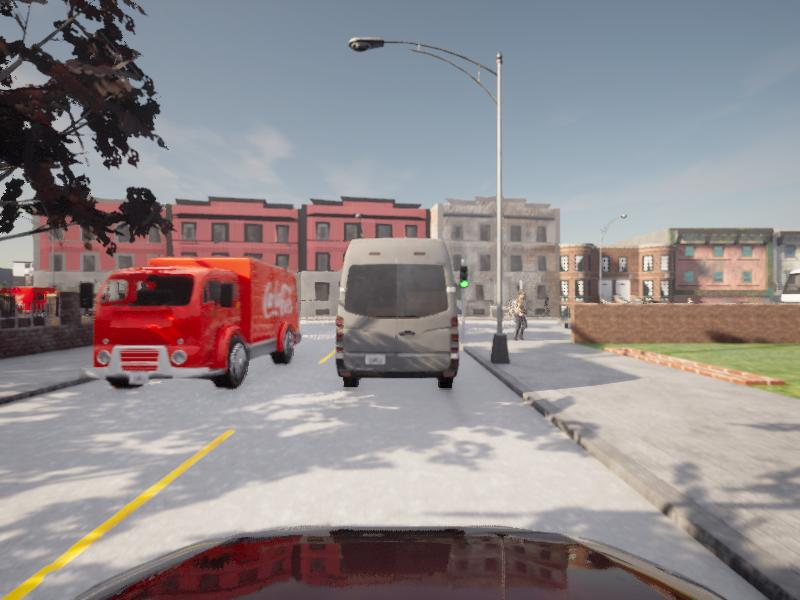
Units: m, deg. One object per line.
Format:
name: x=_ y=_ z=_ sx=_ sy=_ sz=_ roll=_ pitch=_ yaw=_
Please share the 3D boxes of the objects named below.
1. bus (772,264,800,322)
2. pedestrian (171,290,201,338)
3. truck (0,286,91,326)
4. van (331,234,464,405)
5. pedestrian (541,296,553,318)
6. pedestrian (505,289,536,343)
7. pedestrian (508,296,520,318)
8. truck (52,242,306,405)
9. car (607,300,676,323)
bus: x=34.597 y=-0.493 z=29.713 sx=10.273 sy=4.253 sz=3.944 roll=0 pitch=0 yaw=0
pedestrian: x=-8.654 y=0.556 z=16.172 sx=0.751 sy=1.860 sz=0.751 roll=0 pitch=0 yaw=13
truck: x=-23.776 y=0.394 z=26.054 sx=5.204 sy=2.467 sz=2.627 roll=0 pitch=0 yaw=0
van: x=-0.002 y=0.331 z=8.968 sx=1.988 sy=2.561 sz=5.915 roll=0 pitch=-1 yaw=1
pedestrian: x=12.701 y=0.581 z=34.574 sx=0.751 sy=1.860 sz=0.751 roll=0 pitch=0 yaw=-4
pedestrian: x=4.313 y=0.545 z=14.379 sx=0.751 sy=1.860 sz=0.751 roll=0 pitch=0 yaw=-32
pedestrian: x=9.941 y=0.581 z=34.881 sx=0.751 sy=1.860 sz=0.751 roll=0 pitch=0 yaw=-12
truck: x=-3.964 y=0.374 z=8.686 sx=2.627 sy=2.467 sz=5.204 roll=0 pitch=0 yaw=0
car: x=17.997 y=0.830 z=29.931 sx=3.988 sy=1.617 sz=1.851 roll=0 pitch=0 yaw=0
